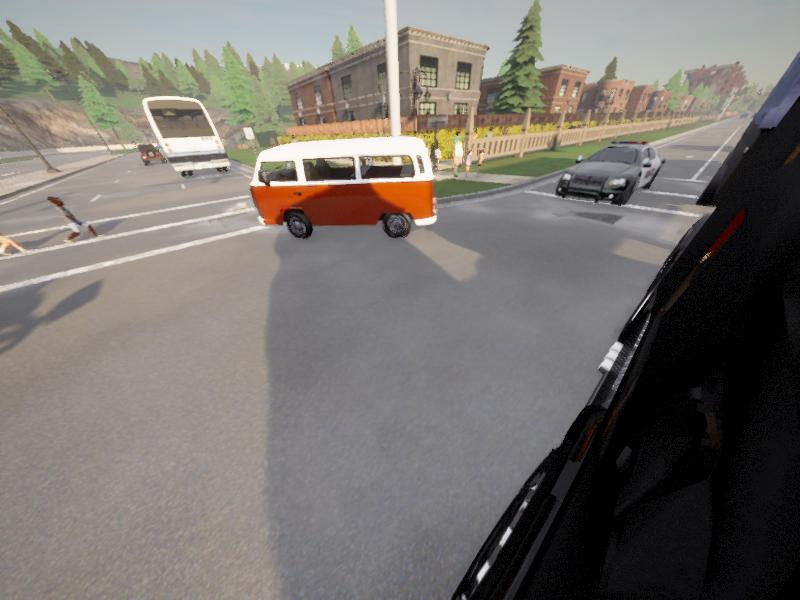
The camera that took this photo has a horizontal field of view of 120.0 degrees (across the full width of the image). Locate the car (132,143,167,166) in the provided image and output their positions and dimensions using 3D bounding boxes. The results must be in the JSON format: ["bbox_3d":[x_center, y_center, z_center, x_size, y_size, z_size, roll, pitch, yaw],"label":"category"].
[{"bbox_3d":[-28.254,-16.562,26.203,1.905,1.878,3.866,-28,43,-29],"label":"car"}]

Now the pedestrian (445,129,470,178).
[{"bbox_3d":[2.658,-6.839,10.839,0.751,1.860,0.751,17,41,24],"label":"pedestrian"}]

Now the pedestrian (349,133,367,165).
[{"bbox_3d":[-2.973,-10.690,16.386,0.751,1.860,0.751,-27,43,-29],"label":"pedestrian"}]

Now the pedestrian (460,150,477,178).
[{"bbox_3d":[3.181,-6.354,10.789,0.500,1.100,0.500,20,42,28],"label":"pedestrian"}]

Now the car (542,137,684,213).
[{"bbox_3d":[7.452,-4.569,8.043,4.974,1.542,2.038,-27,43,-29],"label":"car"}]

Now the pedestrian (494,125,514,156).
[{"bbox_3d":[7.909,-12.158,17.650,0.751,1.860,0.751,-28,44,-30],"label":"pedestrian"}]

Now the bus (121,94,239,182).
[{"bbox_3d":[-16.592,-12.488,17.985,3.944,4.253,10.273,-27,43,-29],"label":"bus"}]

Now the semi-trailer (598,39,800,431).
[{"bbox_3d":[8.692,-3.602,4.242,14.254,4.402,2.717,-28,43,-30],"label":"semi-trailer"}]

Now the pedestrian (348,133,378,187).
[{"bbox_3d":[-1.540,-5.989,9.917,0.751,1.860,0.751,-28,44,-30],"label":"pedestrian"}]

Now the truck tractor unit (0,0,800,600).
[{"bbox_3d":[2.645,-0.295,0.351,6.516,4.208,3.053,-28,44,-30],"label":"truck tractor unit"}]

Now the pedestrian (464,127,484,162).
[{"bbox_3d":[4.964,-10.503,15.617,0.751,1.860,0.751,-28,44,-30],"label":"pedestrian"}]

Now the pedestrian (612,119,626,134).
[{"bbox_3d":[32.969,-26.147,34.830,0.751,1.860,0.751,-28,44,-30],"label":"pedestrian"}]

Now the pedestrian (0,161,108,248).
[{"bbox_3d":[-8.788,-2.429,5.936,0.751,1.860,0.751,27,46,34],"label":"pedestrian"}]

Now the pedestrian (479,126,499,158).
[{"bbox_3d":[6.441,-11.450,16.793,0.751,1.860,0.751,-29,44,-30],"label":"pedestrian"}]

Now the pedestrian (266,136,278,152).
[{"bbox_3d":[-18.381,-22.483,33.252,0.751,1.860,0.751,1,37,4],"label":"pedestrian"}]

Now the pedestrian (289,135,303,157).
[{"bbox_3d":[-10.988,-16.263,24.404,0.751,1.860,0.751,-24,41,-26],"label":"pedestrian"}]

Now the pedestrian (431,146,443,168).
[{"bbox_3d":[2.204,-8.579,13.846,0.500,1.100,0.500,27,46,33],"label":"pedestrian"}]

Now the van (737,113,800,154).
[{"bbox_3d":[24.628,-11.098,15.326,4.442,1.987,1.775,-28,43,-30],"label":"van"}]

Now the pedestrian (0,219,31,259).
[{"bbox_3d":[-9.822,-1.613,5.520,0.500,1.100,0.500,29,47,36],"label":"pedestrian"}]

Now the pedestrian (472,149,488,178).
[{"bbox_3d":[3.718,-6.353,10.754,0.500,1.100,0.500,5,37,10],"label":"pedestrian"}]

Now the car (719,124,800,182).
[{"bbox_3d":[16.279,-6.497,9.986,5.027,1.651,2.152,-28,43,-30],"label":"car"}]

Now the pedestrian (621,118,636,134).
[{"bbox_3d":[33.696,-25.634,34.092,0.751,1.860,0.751,-28,44,-30],"label":"pedestrian"}]

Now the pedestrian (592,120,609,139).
[{"bbox_3d":[24.333,-20.677,28.037,0.751,1.860,0.751,-29,44,-30],"label":"pedestrian"}]

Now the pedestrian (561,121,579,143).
[{"bbox_3d":[18.247,-18.028,24.871,0.751,1.860,0.751,-25,42,-27],"label":"pedestrian"}]

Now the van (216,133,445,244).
[{"bbox_3d":[-1.302,-2.828,5.851,4.480,2.038,2.069,1,38,4],"label":"van"}]

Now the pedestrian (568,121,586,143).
[{"bbox_3d":[18.733,-17.710,24.411,0.751,1.860,0.751,-28,44,-30],"label":"pedestrian"}]

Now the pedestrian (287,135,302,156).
[{"bbox_3d":[-11.455,-16.706,25.031,0.751,1.860,0.751,-29,44,-30],"label":"pedestrian"}]
